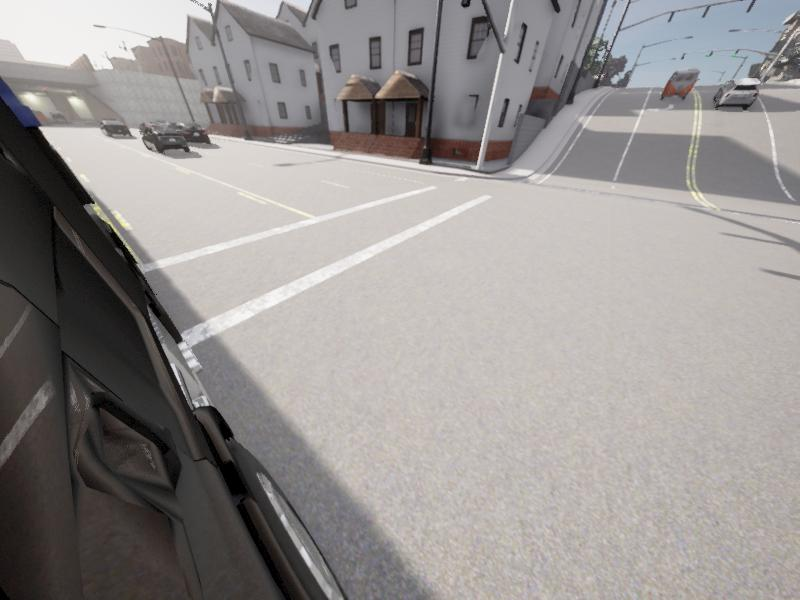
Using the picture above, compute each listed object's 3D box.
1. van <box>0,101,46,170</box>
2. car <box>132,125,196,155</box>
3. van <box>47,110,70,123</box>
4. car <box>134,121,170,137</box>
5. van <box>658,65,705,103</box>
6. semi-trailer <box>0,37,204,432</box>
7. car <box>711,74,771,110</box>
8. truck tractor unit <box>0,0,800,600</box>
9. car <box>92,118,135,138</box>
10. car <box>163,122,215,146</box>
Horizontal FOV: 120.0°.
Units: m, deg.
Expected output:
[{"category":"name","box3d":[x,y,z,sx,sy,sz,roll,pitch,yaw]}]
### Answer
[{"category":"van","box3d":[-19.613,-7.994,10.931,5.915,2.561,1.988,27,43,29]},{"category":"car","box3d":[-17.348,-11.805,16.987,4.514,1.525,2.007,27,43,29]},{"category":"van","box3d":[-79.376,-42.633,53.661,4.480,2.038,2.069,26,43,28]},{"category":"car","box3d":[-31.646,-21.830,29.492,4.674,1.442,1.812,26,43,28]},{"category":"van","box3d":[25.444,-19.604,20.949,1.775,1.987,4.442,27,56,28]},{"category":"semi-trailer","box3d":[-8.790,-3.550,4.122,14.254,4.402,2.717,27,44,29]},{"category":"car","box3d":[26.643,-16.404,18.218,1.970,1.475,3.806,26,58,28]},{"category":"truck tractor unit","box3d":[-2.645,-0.295,0.351,6.516,4.208,3.053,28,44,30]},{"category":"car","box3d":[-32.917,-19.783,26.524,5.238,1.638,1.930,26,42,28]},{"category":"car","box3d":[-20.499,-16.147,22.447,4.611,1.667,2.242,27,43,29]}]
